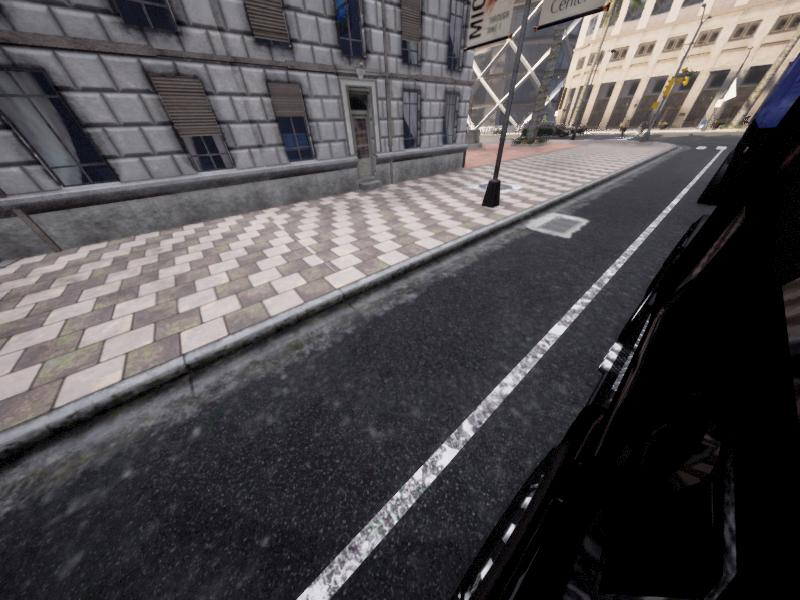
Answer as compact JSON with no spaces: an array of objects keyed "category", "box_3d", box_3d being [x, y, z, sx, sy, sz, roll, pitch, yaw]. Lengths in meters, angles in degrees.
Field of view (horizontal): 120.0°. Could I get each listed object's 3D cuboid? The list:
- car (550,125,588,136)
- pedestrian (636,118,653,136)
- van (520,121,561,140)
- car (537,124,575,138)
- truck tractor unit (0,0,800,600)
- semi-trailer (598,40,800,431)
[{"category":"car","box_3d":[28.256,-28.447,38.783,1.895,1.301,4.718,-31,45,-33]},{"category":"pedestrian","box_3d":[33.054,-23.416,31.248,0.751,1.860,0.751,-24,42,-26]},{"category":"van","box_3d":[20.121,-24.386,33.294,4.442,1.987,1.775,29,47,35]},{"category":"car","box_3d":[23.351,-25.337,34.677,1.851,1.617,3.988,-31,45,-33]},{"category":"truck tractor unit","box_3d":[2.645,-0.295,0.351,6.516,4.208,3.053,-28,44,-30]},{"category":"semi-trailer","box_3d":[8.696,-3.609,4.227,14.254,4.402,2.717,-28,44,-30]}]
